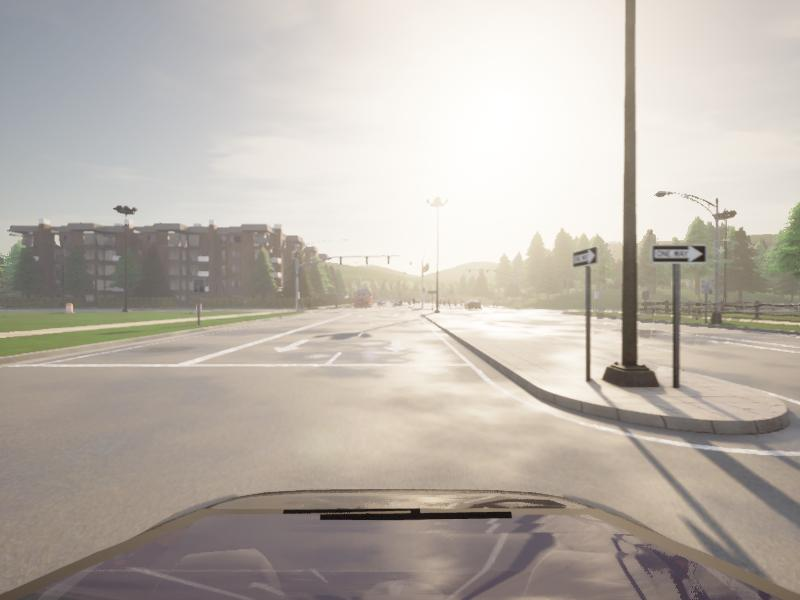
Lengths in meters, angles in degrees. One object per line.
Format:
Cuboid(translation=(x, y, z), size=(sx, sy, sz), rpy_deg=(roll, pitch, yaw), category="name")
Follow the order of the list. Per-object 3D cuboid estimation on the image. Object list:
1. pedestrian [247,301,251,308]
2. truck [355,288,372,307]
Cuboid(translation=(-26.342, 0.755, 69.686), size=(0.500, 1.100, 0.500), rpy_deg=(0, 0, -1), category="pedestrian")
Cuboid(translation=(-7.395, -0.450, 82.497), size=(2.891, 3.827, 8.468), rpy_deg=(0, 0, -1), category="truck")
